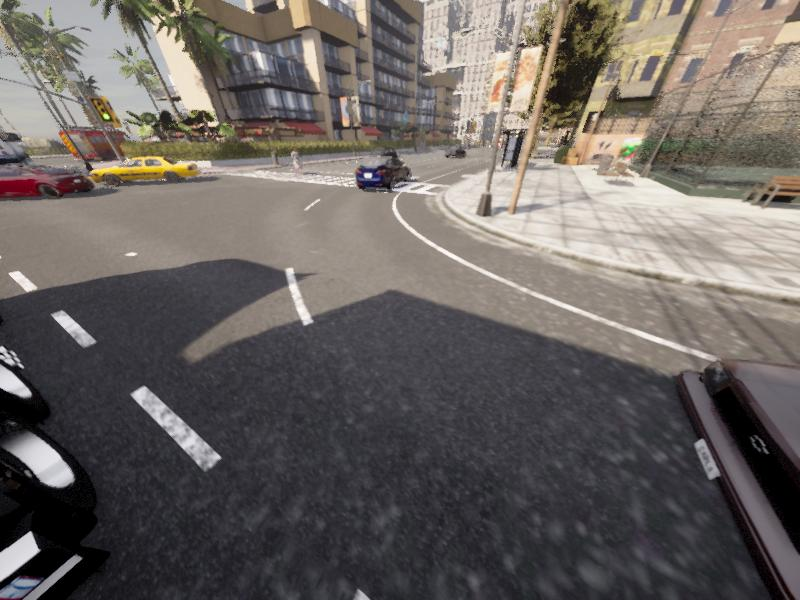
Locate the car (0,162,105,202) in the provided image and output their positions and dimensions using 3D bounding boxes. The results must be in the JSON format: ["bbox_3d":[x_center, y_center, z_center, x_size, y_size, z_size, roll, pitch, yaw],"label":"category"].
[{"bbox_3d":[-18.089,-5.713,11.167,4.181,1.385,1.994,-8,36,-11],"label":"car"}]

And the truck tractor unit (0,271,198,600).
[{"bbox_3d":[-5.124,-0.288,0.764,6.516,4.208,3.053,18,39,24],"label":"truck tractor unit"}]

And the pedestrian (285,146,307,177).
[{"bbox_3d":[-7.557,-10.110,16.905,0.751,1.860,0.751,17,38,23],"label":"pedestrian"}]

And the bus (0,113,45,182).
[{"bbox_3d":[-31.682,-11.579,17.194,10.273,4.253,3.944,25,43,32],"label":"bus"}]

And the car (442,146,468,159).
[{"bbox_3d":[7.991,-21.252,33.196,2.033,1.411,5.357,17,38,23],"label":"car"}]

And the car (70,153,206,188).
[{"bbox_3d":[-16.182,-8.380,14.790,5.366,1.575,1.801,-14,37,-19],"label":"car"}]

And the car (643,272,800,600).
[{"bbox_3d":[4.608,1.610,0.425,5.357,1.411,2.033,18,39,24],"label":"car"}]

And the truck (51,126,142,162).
[{"bbox_3d":[-42.769,-22.468,33.292,2.891,3.827,8.468,-9,36,-12],"label":"truck"}]

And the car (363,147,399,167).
[{"bbox_3d":[-1.845,-15.158,24.358,1.851,1.617,3.988,17,38,23],"label":"car"}]

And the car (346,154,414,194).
[{"bbox_3d":[-0.864,-7.469,13.426,2.163,1.488,4.792,10,36,15],"label":"car"}]
